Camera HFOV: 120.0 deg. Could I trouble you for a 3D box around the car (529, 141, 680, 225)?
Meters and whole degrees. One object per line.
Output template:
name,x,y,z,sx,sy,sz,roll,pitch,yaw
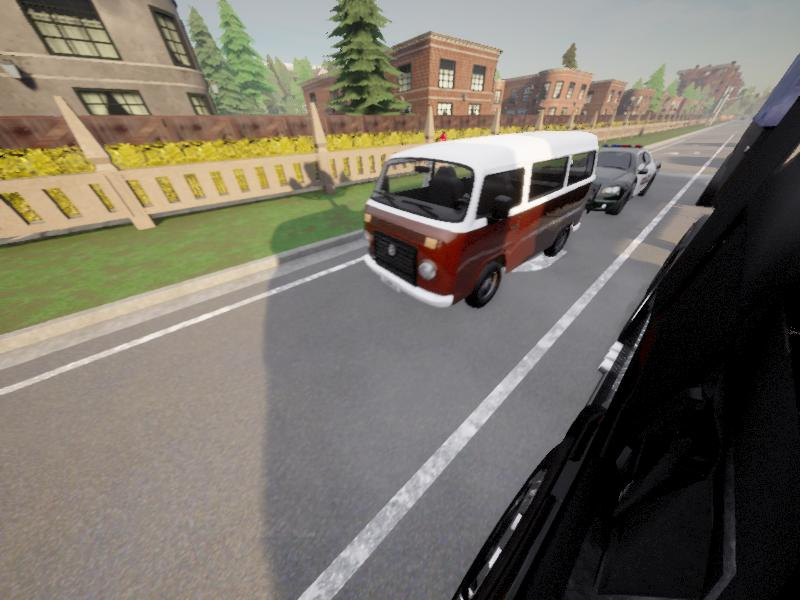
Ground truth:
car,6.573,-3.994,7.364,4.974,1.542,2.038,-28,44,-30

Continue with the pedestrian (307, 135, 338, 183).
pedestrian,-3.636,-6.652,10.914,0.751,1.860,0.751,-26,43,-29

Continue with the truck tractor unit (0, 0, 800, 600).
truck tractor unit,2.645,-0.295,0.351,6.516,4.208,3.053,-28,44,-30

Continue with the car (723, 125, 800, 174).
car,18.795,-7.740,11.696,5.027,1.651,2.152,-28,43,-30

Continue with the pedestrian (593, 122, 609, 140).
pedestrian,25.807,-21.731,29.699,0.751,1.860,0.751,-30,45,-32

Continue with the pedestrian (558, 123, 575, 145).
pedestrian,18.035,-17.966,25.031,0.751,1.860,0.751,29,47,35

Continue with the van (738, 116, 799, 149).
van,29.938,-13.756,18.916,4.442,1.987,1.775,-28,44,-30

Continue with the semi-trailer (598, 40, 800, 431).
semi-trailer,8.707,-3.573,4.258,14.254,4.402,2.717,-28,44,-30

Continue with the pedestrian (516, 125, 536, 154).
pedestrian,10.334,-13.167,18.964,0.751,1.860,0.751,-28,43,-30

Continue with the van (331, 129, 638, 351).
van,1.565,-1.561,3.924,4.480,2.038,2.069,-27,43,-30

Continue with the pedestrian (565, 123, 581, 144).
pedestrian,19.303,-18.602,25.822,0.751,1.860,0.751,23,43,30

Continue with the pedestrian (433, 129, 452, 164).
pedestrian,2.753,-10.029,15.132,0.751,1.860,0.751,-29,44,-31

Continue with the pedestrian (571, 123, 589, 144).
pedestrian,19.321,-17.882,24.851,0.751,1.860,0.751,-29,44,-31
